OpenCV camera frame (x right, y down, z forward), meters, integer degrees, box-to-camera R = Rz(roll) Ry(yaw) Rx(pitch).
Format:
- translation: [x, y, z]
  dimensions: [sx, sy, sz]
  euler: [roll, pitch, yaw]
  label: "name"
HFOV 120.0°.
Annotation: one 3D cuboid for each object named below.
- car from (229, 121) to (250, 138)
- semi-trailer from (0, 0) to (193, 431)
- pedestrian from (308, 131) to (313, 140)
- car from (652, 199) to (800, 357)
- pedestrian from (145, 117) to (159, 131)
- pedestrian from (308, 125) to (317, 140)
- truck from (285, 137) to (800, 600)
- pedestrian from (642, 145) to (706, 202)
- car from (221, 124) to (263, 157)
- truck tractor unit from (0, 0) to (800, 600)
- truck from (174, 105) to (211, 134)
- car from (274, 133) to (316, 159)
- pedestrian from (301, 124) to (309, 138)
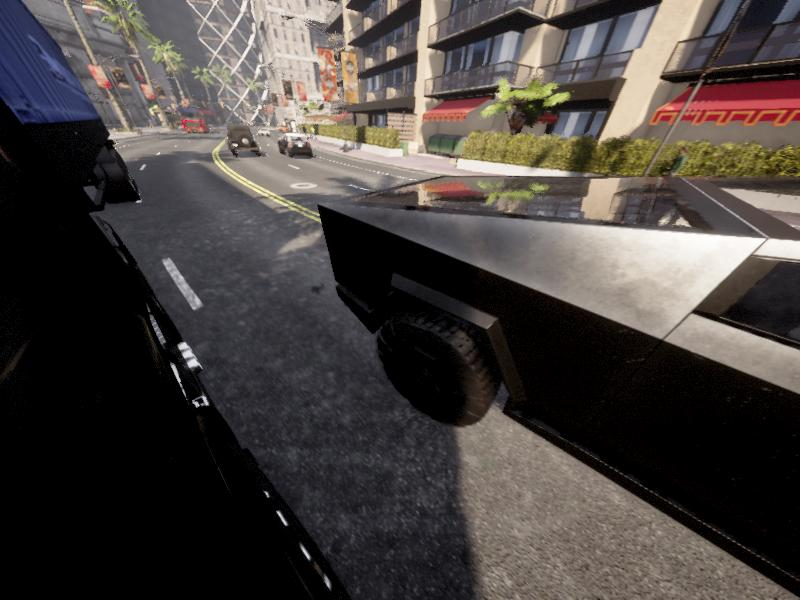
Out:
- translation: [-26.206, -27.941, 37.811]
  dimensions: [2.150, 2.045, 5.566]
  euler: [-17, 41, -24]
  label: "car"
- translation: [-8.247, -3.873, 4.633]
  dimensions: [2.717, 4.402, 14.254]
  euler: [-29, 47, -34]
  label: "semi-trailer"
- translation: [-13.414, -24.628, 34.643]
  dimensions: [0.500, 1.100, 0.500]
  euler: [-17, 41, -24]
  label: "pedestrian"
- translation: [6.491, 0.028, 2.857]
  dimensions: [4.181, 1.385, 1.994]
  euler: [23, 41, 25]
  label: "car"
- translation: [-42.227, -29.882, 39.299]
  dimensions: [0.751, 1.860, 0.751]
  euler: [-9, 38, -16]
  label: "pedestrian"
- translation: [-13.778, -26.434, 36.407]
  dimensions: [0.751, 1.860, 0.751]
  euler: [-16, 41, -24]
  label: "pedestrian"
- translation: [2.410, 0.450, 1.430]
  dimensions: [6.274, 2.098, 2.390]
  euler: [26, 43, 28]
  label: "truck"
- translation: [10.681, -4.970, 9.107]
  dimensions: [0.751, 1.860, 0.751]
  euler: [27, 43, 29]
  label: "pedestrian"
- translation: [-12.383, -12.490, 18.059]
  dimensions: [1.905, 1.878, 3.866]
  euler: [-20, 42, -27]
  label: "car"
- translation: [-2.645, -0.295, 0.351]
  dimensions: [6.516, 4.208, 3.053]
  euler: [28, 44, 30]
  label: "truck tractor unit"
- translation: [-37.336, -32.642, 41.952]
  dimensions: [2.891, 3.827, 8.468]
  euler: [-16, 40, -23]
  label: "truck"
- translation: [-8.603, -12.598, 18.781]
  dimensions: [1.970, 1.475, 3.806]
  euler: [-21, 43, -28]
  label: "car"
- translation: [-16.822, -29.875, 40.837]
  dimensions: [0.751, 1.860, 0.751]
  euler: [-16, 40, -23]
  label: "pedestrian"
